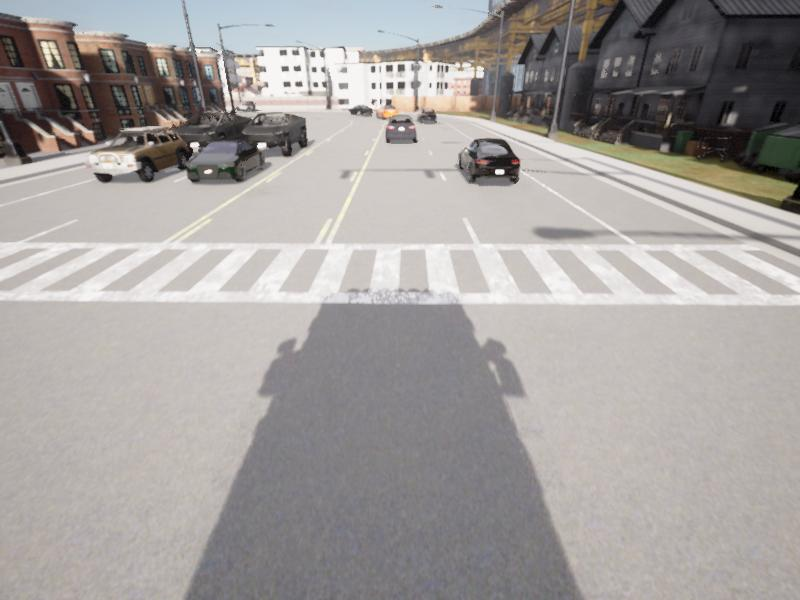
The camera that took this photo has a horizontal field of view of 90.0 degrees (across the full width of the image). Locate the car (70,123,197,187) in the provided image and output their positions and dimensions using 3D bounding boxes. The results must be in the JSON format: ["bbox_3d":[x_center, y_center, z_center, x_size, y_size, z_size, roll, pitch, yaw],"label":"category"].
[{"bbox_3d":[-10.514,-6.062,16.370,1.932,1.855,4.605,0,27,0],"label":"car"}]

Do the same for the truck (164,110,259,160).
[{"bbox_3d":[-10.518,-9.686,23.141,2.390,2.098,6.274,0,27,0],"label":"truck"}]

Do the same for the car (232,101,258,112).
[{"bbox_3d":[-29.194,-36.449,75.333,3.866,1.878,1.905,1,27,3],"label":"car"}]

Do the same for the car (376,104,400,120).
[{"bbox_3d":[-1.636,-24.380,51.803,2.097,1.767,4.553,-7,28,-13],"label":"car"}]

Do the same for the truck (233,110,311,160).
[{"bbox_3d":[-7.018,-9.619,22.978,2.390,2.098,6.274,0,27,0],"label":"truck"}]

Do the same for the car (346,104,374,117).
[{"bbox_3d":[-6.094,-28.617,60.323,1.882,1.535,5.008,-18,32,-31],"label":"car"}]

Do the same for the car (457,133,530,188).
[{"bbox_3d":[3.506,-5.687,15.982,1.812,1.442,4.674,0,27,0],"label":"car"}]

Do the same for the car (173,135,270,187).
[{"bbox_3d":[-7.011,-5.758,16.304,1.994,1.385,4.181,0,27,0],"label":"car"}]

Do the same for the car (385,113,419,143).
[{"bbox_3d":[0.076,-12.481,28.908,2.242,1.667,4.611,-1,27,-1],"label":"car"}]

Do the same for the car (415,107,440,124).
[{"bbox_3d":[3.074,-21.383,46.270,2.128,1.511,4.902,-2,27,-4],"label":"car"}]
